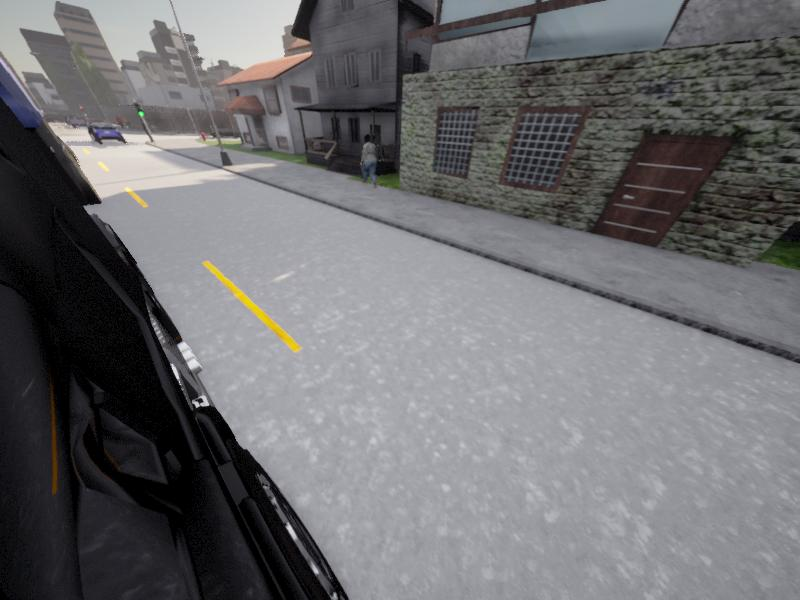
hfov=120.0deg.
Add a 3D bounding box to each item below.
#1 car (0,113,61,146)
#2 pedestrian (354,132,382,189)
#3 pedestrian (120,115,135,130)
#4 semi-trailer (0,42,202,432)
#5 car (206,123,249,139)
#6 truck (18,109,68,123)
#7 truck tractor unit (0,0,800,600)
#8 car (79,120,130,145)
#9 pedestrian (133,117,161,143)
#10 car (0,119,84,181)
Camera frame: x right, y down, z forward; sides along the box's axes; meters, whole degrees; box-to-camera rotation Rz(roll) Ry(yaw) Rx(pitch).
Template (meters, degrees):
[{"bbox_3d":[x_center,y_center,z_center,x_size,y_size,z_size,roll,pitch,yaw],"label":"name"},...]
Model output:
[{"bbox_3d":[-28.161,-13.031,17.637,3.866,1.878,1.905,29,44,31],"label":"car"},{"bbox_3d":[-1.248,-5.572,9.255,0.751,1.860,0.751,-24,44,-31],"label":"pedestrian"},{"bbox_3d":[-44.280,-28.864,37.515,0.751,1.860,0.751,28,44,30],"label":"pedestrian"},{"bbox_3d":[-8.710,-3.603,4.205,14.254,4.402,2.717,28,44,30],"label":"semi-trailer"},{"bbox_3d":[-23.262,-22.804,31.245,1.851,1.617,3.988,28,44,30],"label":"car"},{"bbox_3d":[-75.436,-38.964,48.986,2.390,2.098,6.274,-9,38,-15],"label":"truck"},{"bbox_3d":[-2.645,-0.295,0.351,6.516,4.208,3.053,28,44,30],"label":"truck tractor unit"},{"bbox_3d":[-26.677,-15.147,20.864,4.514,1.525,2.007,28,44,30],"label":"car"},{"bbox_3d":[-23.196,-15.584,21.184,0.751,1.860,0.751,8,37,7],"label":"pedestrian"},{"bbox_3d":[-15.686,-6.519,9.877,4.605,1.855,1.932,29,43,32],"label":"car"}]
